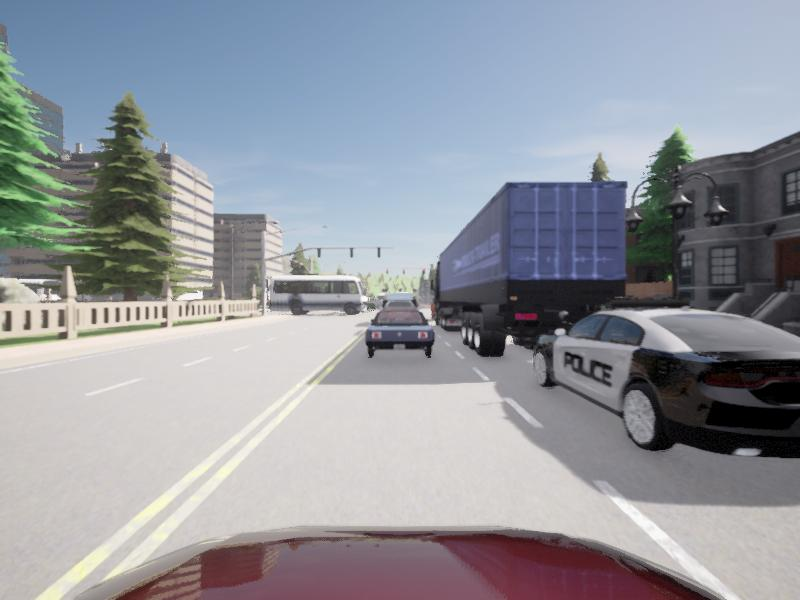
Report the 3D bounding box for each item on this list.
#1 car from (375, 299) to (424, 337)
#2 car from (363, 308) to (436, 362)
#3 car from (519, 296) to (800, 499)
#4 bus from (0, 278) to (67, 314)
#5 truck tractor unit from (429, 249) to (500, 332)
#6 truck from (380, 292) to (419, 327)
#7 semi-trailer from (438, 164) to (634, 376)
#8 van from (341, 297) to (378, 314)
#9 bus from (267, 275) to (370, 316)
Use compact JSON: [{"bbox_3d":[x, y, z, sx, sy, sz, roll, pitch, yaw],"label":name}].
[{"bbox_3d":[-0.014,0.803,20.071,2.152,1.651,5.027,0,0,0],"label":"car"},{"bbox_3d":[-0.009,0.958,12.717,1.895,1.301,4.718,0,0,0],"label":"car"},{"bbox_3d":[3.493,0.785,5.840,1.930,1.638,5.238,0,0,0],"label":"car"},{"bbox_3d":[-48.610,-0.477,50.175,10.273,4.253,3.944,0,0,0],"label":"bus"},{"bbox_3d":[3.482,-0.473,23.374,3.053,4.208,6.516,0,0,0],"label":"truck tractor unit"},{"bbox_3d":[-0.019,0.573,27.563,2.390,2.098,6.274,0,0,0],"label":"truck"},{"bbox_3d":[3.494,-0.602,15.454,2.717,4.402,14.254,0,0,0],"label":"semi-trailer"},{"bbox_3d":[-5.080,0.657,50.482,4.442,1.987,1.775,0,1,-36],"label":"van"},{"bbox_3d":[-8.568,-0.486,43.325,10.273,4.253,3.944,0,0,1],"label":"bus"}]
